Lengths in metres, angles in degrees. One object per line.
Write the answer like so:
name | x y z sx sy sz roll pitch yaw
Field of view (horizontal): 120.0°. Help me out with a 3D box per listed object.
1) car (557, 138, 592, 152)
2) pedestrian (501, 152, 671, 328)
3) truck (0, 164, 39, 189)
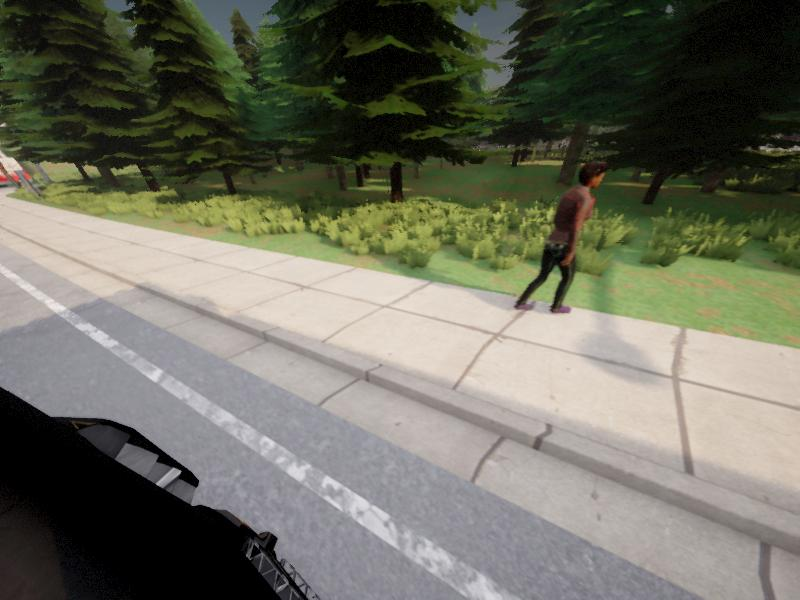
car | 31.003 -27.597 41.204 4.605 1.855 1.932 15 38 25
pedestrian | 1.898 -0.626 2.737 0.751 1.860 0.751 -1 34 2
truck | -49.632 -15.006 28.205 2.627 2.467 5.204 -8 34 -8
